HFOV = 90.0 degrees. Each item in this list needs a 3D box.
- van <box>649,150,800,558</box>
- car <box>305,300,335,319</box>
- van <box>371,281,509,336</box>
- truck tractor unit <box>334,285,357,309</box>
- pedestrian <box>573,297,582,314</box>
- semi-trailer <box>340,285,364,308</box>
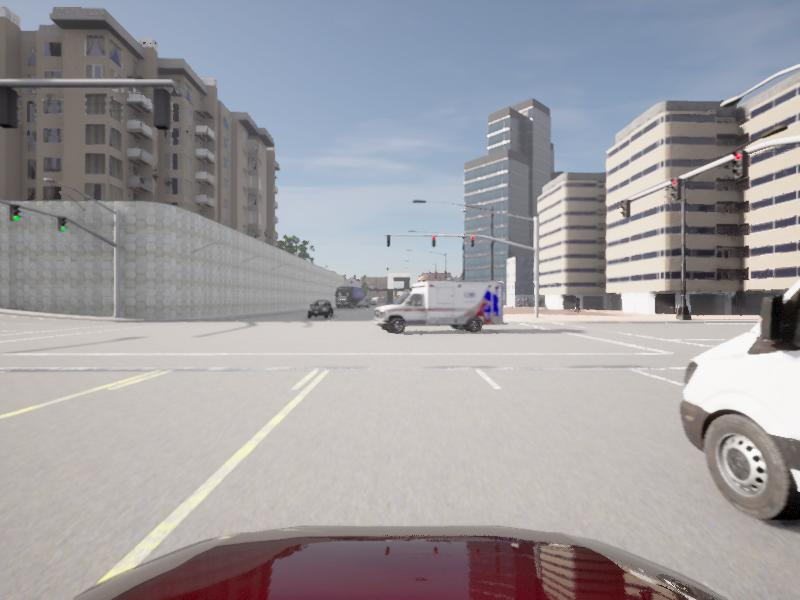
[{"bbox_3d":[3.503,0.319,1.060,1.988,2.561,5.915,0,-1,0],"label":"van"},{"bbox_3d":[-6.992,0.787,35.451,1.851,1.617,3.988,0,0,0],"label":"car"},{"bbox_3d":[1.927,0.377,19.711,6.366,2.431,2.351,0,0,-15],"label":"van"},{"bbox_3d":[-10.094,-0.523,74.515,3.053,4.208,6.516,0,0,4],"label":"truck tractor unit"},{"bbox_3d":[19.625,0.605,44.213,0.751,1.860,0.751,0,0,16],"label":"pedestrian"},{"bbox_3d":[-9.679,-0.619,82.415,2.717,4.402,14.254,0,0,3],"label":"semi-trailer"}]
